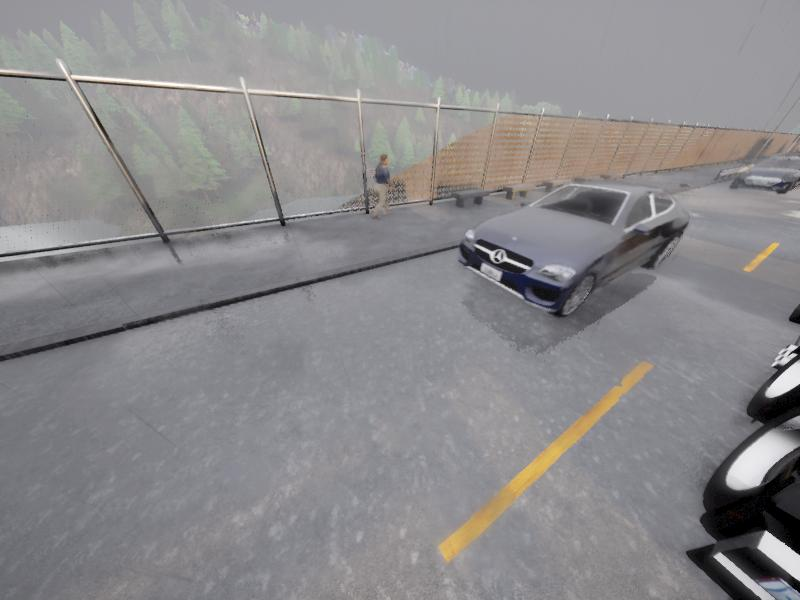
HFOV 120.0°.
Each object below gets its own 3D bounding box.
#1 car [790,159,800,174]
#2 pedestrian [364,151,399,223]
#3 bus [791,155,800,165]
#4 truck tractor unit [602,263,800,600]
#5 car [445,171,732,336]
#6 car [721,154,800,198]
[{"bbox_3d":[36.080,-11.806,19.733,4.611,1.667,2.242,-22,40,-28],"label":"car"},{"bbox_3d":[-0.534,-3.443,7.087,0.751,1.860,0.751,-17,39,-24],"label":"pedestrian"},{"bbox_3d":[49.762,-17.463,25.702,10.273,4.253,3.944,-17,39,-25],"label":"bus"},{"bbox_3d":[5.108,-0.304,0.785,6.516,4.208,3.053,-18,39,-24],"label":"truck tractor unit"},{"bbox_3d":[3.649,-1.404,4.621,5.027,1.651,2.152,-18,39,-24],"label":"car"},{"bbox_3d":[20.429,-6.889,12.605,4.856,1.649,2.033,-18,39,-24],"label":"car"}]
